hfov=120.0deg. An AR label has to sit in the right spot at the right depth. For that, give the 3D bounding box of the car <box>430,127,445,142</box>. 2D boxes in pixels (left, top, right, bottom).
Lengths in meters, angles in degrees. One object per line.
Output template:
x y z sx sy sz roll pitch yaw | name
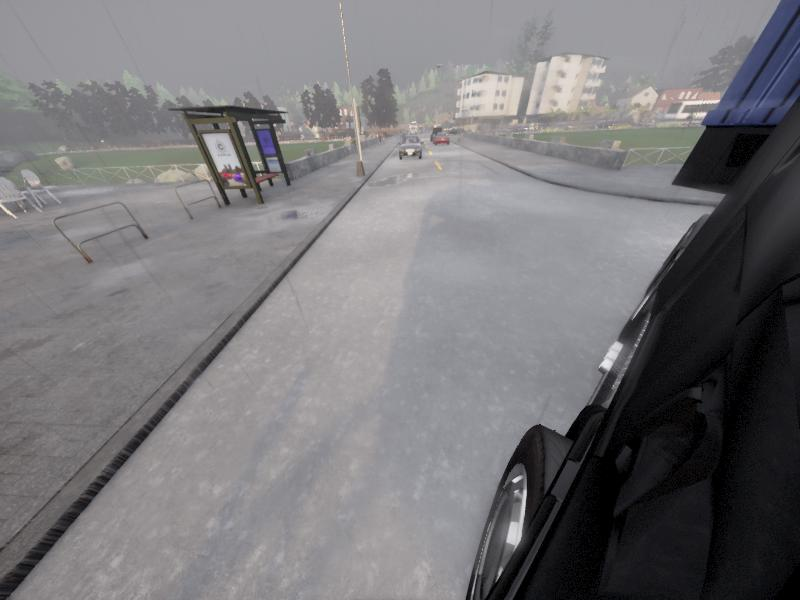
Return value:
5.969 -26.792 37.389 1.905 1.878 3.866 0 37 4 | car

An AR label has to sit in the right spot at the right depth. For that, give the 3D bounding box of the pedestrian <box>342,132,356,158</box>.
-4.382 -13.496 20.109 0.751 1.860 0.751 0 37 3 | pedestrian

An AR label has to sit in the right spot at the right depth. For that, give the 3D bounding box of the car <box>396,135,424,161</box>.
0.939 -13.006 19.642 2.128 1.511 4.902 1 37 4 | car

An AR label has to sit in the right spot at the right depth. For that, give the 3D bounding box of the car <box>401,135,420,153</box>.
1.196 -17.095 25.253 1.895 1.301 4.718 0 37 4 | car

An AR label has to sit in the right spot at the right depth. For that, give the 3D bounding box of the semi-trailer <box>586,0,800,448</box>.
9.992 -2.008 2.024 14.254 4.402 2.717 -8 37 -7 | semi-trailer

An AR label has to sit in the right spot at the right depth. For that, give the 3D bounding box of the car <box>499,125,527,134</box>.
26.994 -40.956 55.412 5.357 1.411 2.033 0 37 4 | car

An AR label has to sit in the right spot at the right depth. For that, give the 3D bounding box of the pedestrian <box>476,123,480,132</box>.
20.341 -44.958 60.345 0.751 1.860 0.751 0 37 4 | pedestrian

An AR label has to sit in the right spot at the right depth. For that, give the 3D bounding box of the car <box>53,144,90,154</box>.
-83.305 -38.374 58.627 2.152 1.651 5.027 0 37 4 | car

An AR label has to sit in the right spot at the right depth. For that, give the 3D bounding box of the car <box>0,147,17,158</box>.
-83.990 -30.274 47.622 2.033 1.649 4.856 0 37 4 | car

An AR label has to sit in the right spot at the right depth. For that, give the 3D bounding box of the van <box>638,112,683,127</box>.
59.672 -41.315 53.069 6.366 2.431 2.351 0 37 4 | van

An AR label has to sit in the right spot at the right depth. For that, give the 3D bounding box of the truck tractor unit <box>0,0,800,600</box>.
2.645 -0.295 0.351 6.516 4.208 3.053 -28 44 -30 | truck tractor unit

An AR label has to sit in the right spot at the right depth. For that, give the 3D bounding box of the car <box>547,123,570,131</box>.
37.446 -40.973 54.737 3.806 1.475 1.970 0 37 4 | car

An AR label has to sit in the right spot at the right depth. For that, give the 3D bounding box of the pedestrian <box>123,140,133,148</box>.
-77.599 -44.623 65.962 0.751 1.860 0.751 -2 37 1 | pedestrian

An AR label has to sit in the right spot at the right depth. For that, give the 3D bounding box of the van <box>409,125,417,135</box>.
4.198 -53.826 73.061 2.351 2.431 6.366 0 37 4 | van

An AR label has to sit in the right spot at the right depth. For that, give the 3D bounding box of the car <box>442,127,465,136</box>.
12.959 -40.908 56.105 4.892 1.490 1.837 -2 37 1 | car

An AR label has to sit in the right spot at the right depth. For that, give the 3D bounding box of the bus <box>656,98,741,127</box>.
63.019 -39.705 49.205 10.273 4.253 3.944 0 37 4 | bus

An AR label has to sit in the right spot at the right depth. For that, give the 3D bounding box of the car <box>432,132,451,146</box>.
5.637 -22.290 31.847 1.994 1.385 4.181 -1 37 2 | car

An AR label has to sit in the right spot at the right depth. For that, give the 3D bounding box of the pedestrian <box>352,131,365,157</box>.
-3.724 -14.089 20.859 0.751 1.860 0.751 0 37 4 | pedestrian

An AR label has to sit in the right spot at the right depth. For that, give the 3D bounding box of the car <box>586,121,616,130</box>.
47.030 -40.962 54.136 4.892 1.490 1.837 0 37 3 | car

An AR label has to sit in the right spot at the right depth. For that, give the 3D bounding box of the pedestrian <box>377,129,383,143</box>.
-3.286 -26.509 37.378 0.751 1.860 0.751 0 37 4 | pedestrian
